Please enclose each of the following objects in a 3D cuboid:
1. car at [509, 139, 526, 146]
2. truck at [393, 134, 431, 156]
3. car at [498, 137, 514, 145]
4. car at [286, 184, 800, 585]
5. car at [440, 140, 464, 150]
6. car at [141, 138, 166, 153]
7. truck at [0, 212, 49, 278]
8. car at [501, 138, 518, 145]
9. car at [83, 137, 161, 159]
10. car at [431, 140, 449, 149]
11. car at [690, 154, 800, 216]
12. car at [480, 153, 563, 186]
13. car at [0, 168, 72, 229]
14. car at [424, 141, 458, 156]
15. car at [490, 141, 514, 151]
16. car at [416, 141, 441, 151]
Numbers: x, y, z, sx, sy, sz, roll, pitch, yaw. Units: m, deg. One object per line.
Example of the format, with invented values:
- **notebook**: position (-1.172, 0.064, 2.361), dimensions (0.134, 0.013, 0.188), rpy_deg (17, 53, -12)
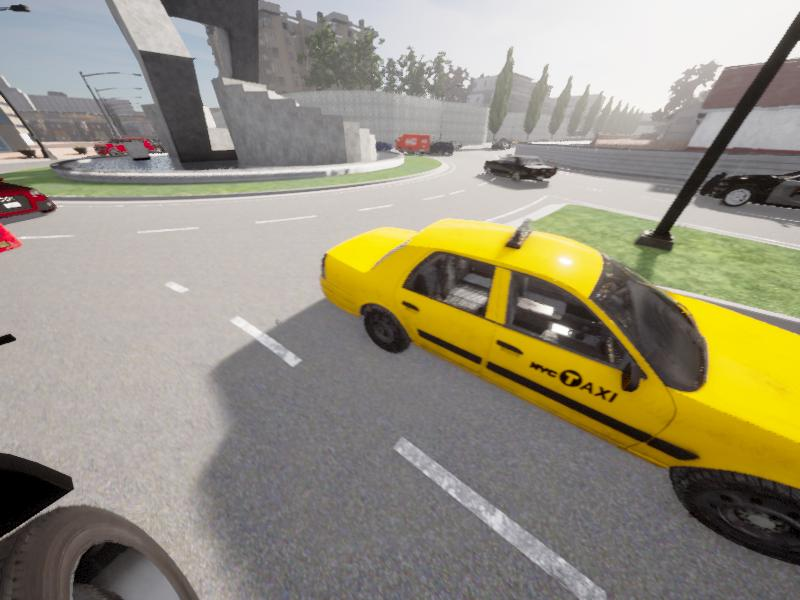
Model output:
- **car**: position (32.436, -43.431, 63.690), dimensions (5.366, 1.575, 1.801), rpy_deg (-29, 44, -34)
- **truck**: position (1.668, -22.778, 33.841), dimensions (2.627, 2.467, 5.204), rpy_deg (-27, 44, -33)
- **car**: position (34.144, -51.386, 74.501), dimensions (1.905, 1.878, 3.866), rpy_deg (-17, 42, -22)
- **car**: position (1.392, 0.035, 2.469), dimensions (5.366, 1.575, 1.801), rpy_deg (22, 41, 28)
- **car**: position (10.504, -31.515, 46.963), dimensions (4.974, 1.542, 2.038), rpy_deg (-28, 44, -34)
- **car**: position (-39.907, -25.175, 37.567), dimensions (1.905, 1.878, 3.866), rpy_deg (-23, 41, -29)
- **truck**: position (-11.998, -2.053, 3.433), dimensions (8.468, 3.827, 2.891), rpy_deg (7, 36, 10)
- **car**: position (36.701, -53.042, 77.157), dimensions (4.674, 1.442, 1.812), rpy_deg (23, 41, 23)
- **car**: position (-34.727, -19.301, 29.178), dimensions (2.150, 2.045, 5.566), rpy_deg (12, 37, 16)
- **car**: position (8.477, -33.197, 49.325), dimensions (3.633, 1.501, 1.845), rpy_deg (-28, 44, -34)
- **car**: position (14.604, -3.904, 8.004), dimensions (1.930, 1.638, 5.238), rpy_deg (-20, 40, -26)
- **car**: position (7.259, -8.298, 14.466), dimensions (1.895, 1.301, 4.718), rpy_deg (-9, 36, -12)
- **car**: position (-13.800, -3.240, 7.216), dimensions (4.181, 1.385, 1.994), rpy_deg (5, 36, 7)
- **car**: position (5.927, -22.508, 34.182), dimensions (2.033, 1.649, 4.856), rpy_deg (-21, 40, -28)
- **car**: position (20.061, -30.305, 45.289), dimensions (4.974, 1.542, 2.038), rpy_deg (-29, 44, -34)
- **car**: position (5.374, -28.846, 43.264), dimensions (4.674, 1.442, 1.812), rpy_deg (-27, 43, -33)
